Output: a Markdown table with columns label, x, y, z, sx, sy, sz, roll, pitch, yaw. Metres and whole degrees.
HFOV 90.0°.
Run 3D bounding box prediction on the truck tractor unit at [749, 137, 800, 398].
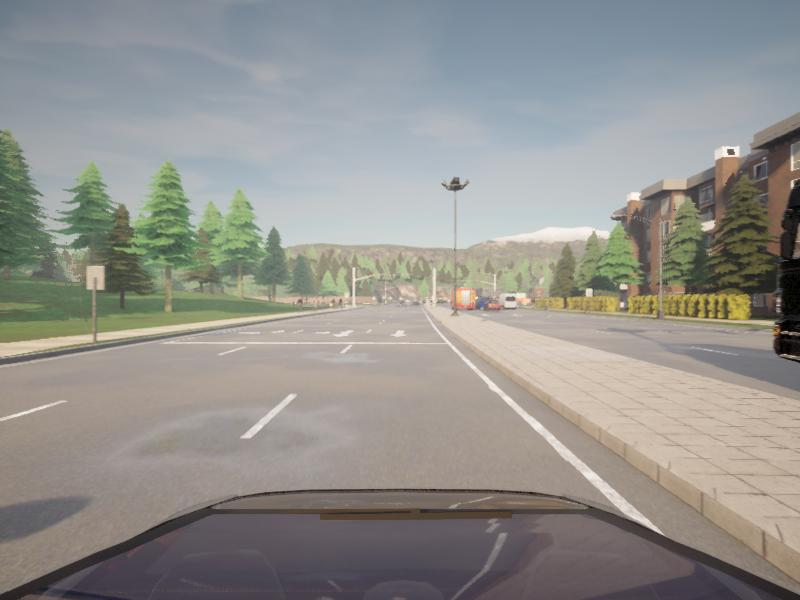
| label | x | y | z | sx | sy | sz | roll | pitch | yaw |
| --- | --- | --- | --- | --- | --- | --- | --- | --- | --- |
| truck tractor unit | 7.977 | -0.518 | 4.132 | 3.053 | 4.208 | 6.516 | 0 | 0 | 0 |

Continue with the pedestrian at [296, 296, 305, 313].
| label | x | y | z | sx | sy | sz | roll | pitch | yaw |
| --- | --- | --- | --- | --- | --- | --- | --- | --- | --- |
| pedestrian | -10.907 | 0.463 | 43.970 | 0.751 | 1.860 | 0.751 | 0 | 0 | 4 |

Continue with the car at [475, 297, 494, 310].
| label | x | y | z | sx | sy | sz | roll | pitch | yaw |
| --- | --- | --- | --- | --- | --- | --- | --- | --- | --- |
| car | 13.533 | 0.554 | 64.616 | 2.150 | 2.045 | 5.566 | 0 | 0 | 2 |

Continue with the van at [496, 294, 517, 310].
| label | x | y | z | sx | sy | sz | roll | pitch | yaw |
| --- | --- | --- | --- | --- | --- | --- | --- | --- | --- |
| van | 17.015 | 0.307 | 63.942 | 1.988 | 2.561 | 5.915 | 0 | 0 | 2 |

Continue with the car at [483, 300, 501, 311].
| label | x | y | z | sx | sy | sz | roll | pitch | yaw |
| --- | --- | --- | --- | --- | --- | --- | --- | --- | --- |
| car | 13.210 | 0.775 | 57.491 | 1.851 | 1.617 | 3.988 | 0 | 0 | 3 |

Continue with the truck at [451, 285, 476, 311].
| label | x | y | z | sx | sy | sz | roll | pitch | yaw |
| --- | --- | --- | --- | --- | --- | --- | --- | --- | --- |
| truck | 10.009 | -0.335 | 63.986 | 2.891 | 3.827 | 8.468 | 0 | 0 | 2 |

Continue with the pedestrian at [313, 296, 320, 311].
| label | x | y | z | sx | sy | sz | roll | pitch | yaw |
| --- | --- | --- | --- | --- | --- | --- | --- | --- | --- |
| pedestrian | -10.377 | 0.461 | 49.745 | 0.751 | 1.860 | 0.751 | 0 | 0 | 3 |
